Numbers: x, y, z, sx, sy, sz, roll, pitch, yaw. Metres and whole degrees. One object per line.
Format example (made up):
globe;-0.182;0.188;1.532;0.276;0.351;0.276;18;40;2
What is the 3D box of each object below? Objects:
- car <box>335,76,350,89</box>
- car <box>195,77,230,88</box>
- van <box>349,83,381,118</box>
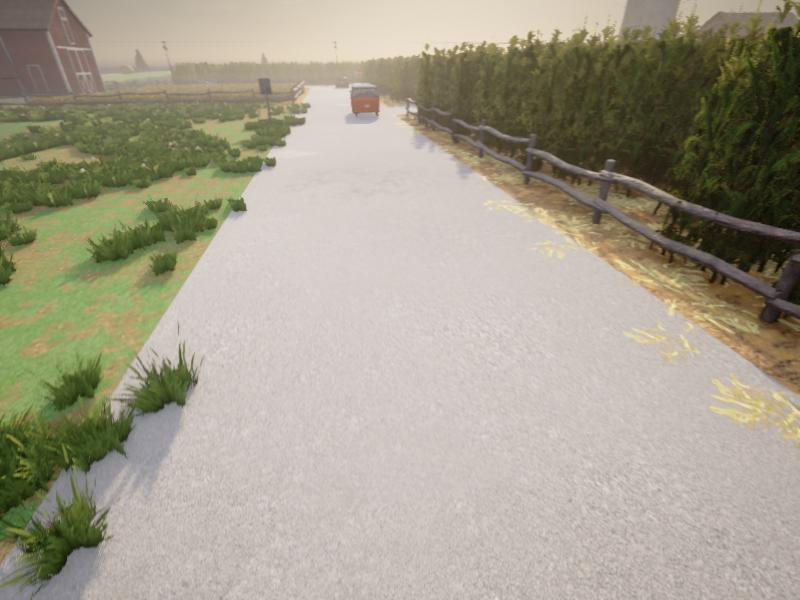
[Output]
car;-9.734;-36.506;67.121;2.242;1.667;4.611;-5;31;-7
car;-32.533;-37.818;69.657;4.974;1.542;2.038;-5;31;-8
van;-2.580;-14.442;28.808;1.775;1.987;4.442;-5;31;-8
